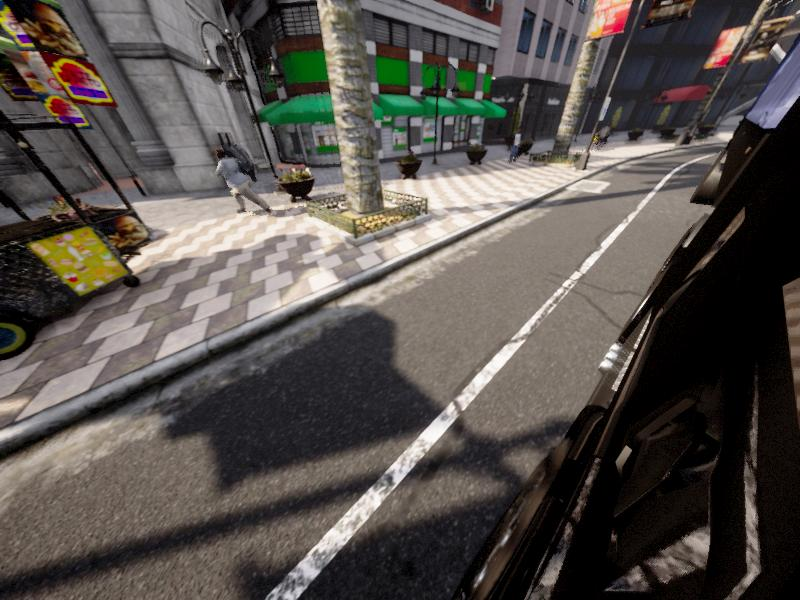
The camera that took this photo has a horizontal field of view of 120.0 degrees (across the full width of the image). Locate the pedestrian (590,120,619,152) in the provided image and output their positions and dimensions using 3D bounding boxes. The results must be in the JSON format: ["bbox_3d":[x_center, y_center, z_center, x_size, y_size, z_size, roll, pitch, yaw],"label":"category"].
[{"bbox_3d":[14.947,-12.012,16.920,0.751,1.860,0.751,-20,40,-22],"label":"pedestrian"}]

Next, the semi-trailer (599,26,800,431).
[{"bbox_3d":[8.619,-3.658,4.304,14.254,4.402,2.717,-29,44,-31],"label":"semi-trailer"}]

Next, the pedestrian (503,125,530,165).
[{"bbox_3d":[6.730,-8.958,13.361,0.751,1.860,0.751,-32,46,-33],"label":"pedestrian"}]

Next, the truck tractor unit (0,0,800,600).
[{"bbox_3d":[2.645,-0.295,0.351,6.516,4.208,3.053,-28,44,-30],"label":"truck tractor unit"}]

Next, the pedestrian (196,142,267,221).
[{"bbox_3d":[-4.637,-3.322,6.552,0.751,1.860,0.751,-5,37,-3],"label":"pedestrian"}]

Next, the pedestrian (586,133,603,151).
[{"bbox_3d":[14.902,-12.136,17.723,0.500,1.100,0.500,-21,40,-22],"label":"pedestrian"}]
